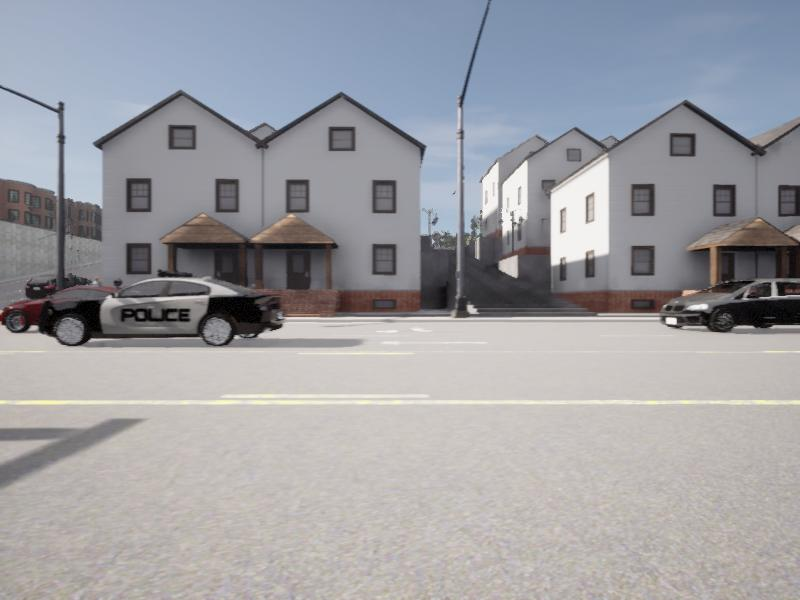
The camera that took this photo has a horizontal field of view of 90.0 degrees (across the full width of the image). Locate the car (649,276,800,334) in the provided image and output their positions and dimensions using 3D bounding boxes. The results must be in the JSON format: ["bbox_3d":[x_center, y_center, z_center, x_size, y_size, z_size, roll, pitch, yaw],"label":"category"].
[{"bbox_3d":[10.896,0.154,12.667,4.611,1.667,2.242,0,0,0],"label":"car"}]

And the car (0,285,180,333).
[{"bbox_3d":[-9.886,0.272,12.815,4.674,1.442,1.812,0,0,-1],"label":"car"}]

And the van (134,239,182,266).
[{"bbox_3d":[-28.736,-5.759,47.856,1.988,2.561,5.915,1,13,-1],"label":"van"}]

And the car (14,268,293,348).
[{"bbox_3d":[-5.334,0.172,9.213,5.238,1.638,1.930,0,0,0],"label":"car"}]

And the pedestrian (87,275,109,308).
[{"bbox_3d":[-17.561,-0.485,23.268,0.751,1.860,0.751,0,0,-2],"label":"pedestrian"}]

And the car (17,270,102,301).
[{"bbox_3d":[-25.118,-1.132,29.827,2.242,1.667,4.611,0,10,0],"label":"car"}]
